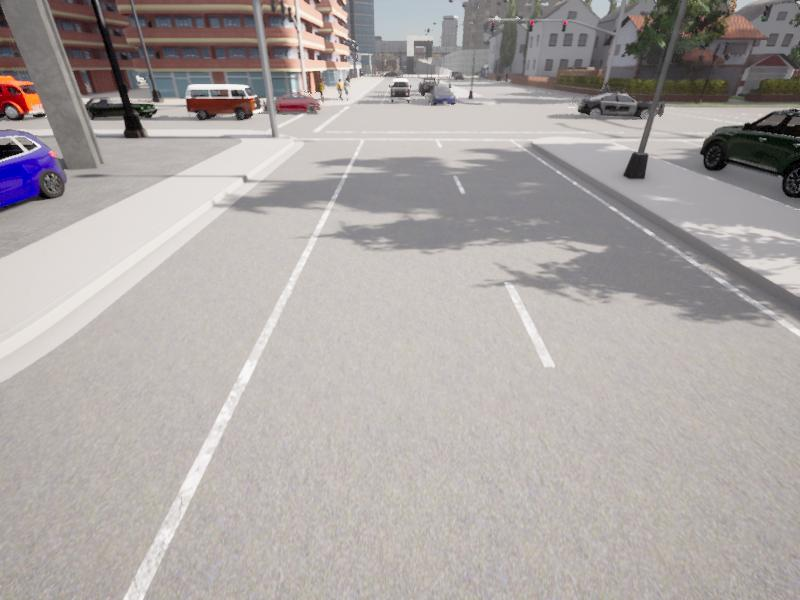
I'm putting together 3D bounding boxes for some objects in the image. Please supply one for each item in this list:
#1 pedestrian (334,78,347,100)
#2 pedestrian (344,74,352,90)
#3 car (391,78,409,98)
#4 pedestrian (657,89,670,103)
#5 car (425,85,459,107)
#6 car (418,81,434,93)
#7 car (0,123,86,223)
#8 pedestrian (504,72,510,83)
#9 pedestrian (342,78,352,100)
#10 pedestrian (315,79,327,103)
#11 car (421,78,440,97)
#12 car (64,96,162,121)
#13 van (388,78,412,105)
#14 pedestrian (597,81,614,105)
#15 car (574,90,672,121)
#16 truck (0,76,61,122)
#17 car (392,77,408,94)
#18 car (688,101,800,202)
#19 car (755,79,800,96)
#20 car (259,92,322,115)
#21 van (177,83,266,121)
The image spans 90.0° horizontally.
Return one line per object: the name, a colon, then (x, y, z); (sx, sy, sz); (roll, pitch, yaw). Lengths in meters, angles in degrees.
pedestrian: (-5.760, -20.357, 38.652); (0.751, 1.860, 0.751); (26, 39, 37)
pedestrian: (-7.362, -30.898, 56.677); (0.751, 1.860, 0.751); (4, 31, 7)
car: (0.014, -24.234, 45.635); (1.932, 1.855, 4.605); (0, 30, 0)
pedestrian: (24.047, -18.629, 36.532); (0.500, 1.100, 0.500); (3, 30, 5)
car: (3.730, -18.653, 36.484); (2.163, 1.488, 4.792); (-2, 30, -4)
car: (3.513, -29.390, 55.045); (1.895, 1.301, 4.718); (0, 30, 0)
car: (-9.709, -2.569, 8.500); (2.242, 1.667, 4.611); (0, 30, 0)
pedestrian: (21.393, -44.595, 80.207); (0.751, 1.860, 0.751); (2, 30, 4)
pedestrian: (-5.223, -20.793, 39.401); (0.751, 1.860, 0.751); (-4, 31, -8)
pedestrian: (-7.090, -18.821, 36.021); (0.751, 1.860, 0.751); (-1, 30, -1)
car: (3.510, -24.747, 46.512); (1.905, 1.878, 3.866); (0, 30, 0)
car: (-18.535, -12.470, 26.032); (4.718, 1.301, 1.895); (0, 30, -1)
van: (0.010, -19.688, 37.699); (2.069, 2.038, 4.480); (0, 30, 0)
pedestrian: (18.428, -18.555, 35.925); (0.751, 1.860, 0.751); (0, 30, 0)
car: (14.742, -13.122, 26.881); (5.238, 1.638, 1.930); (7, 31, 12)
truck: (-25.838, -12.925, 25.631); (5.204, 2.467, 2.627); (0, 30, -1)
car: (0.003, -28.034, 52.147); (1.932, 1.855, 4.605); (0, 30, 0)
car: (11.504, -4.404, 11.550); (2.150, 2.045, 5.566); (0, 30, 0)
car: (41.435, -23.108, 43.521); (1.970, 1.475, 3.806); (0, 30, 0)
car: (-7.917, -14.466, 29.402); (4.181, 1.385, 1.994); (-4, 31, -7)
van: (-11.405, -12.818, 25.912); (4.480, 2.038, 2.069); (-1, 30, -1)
